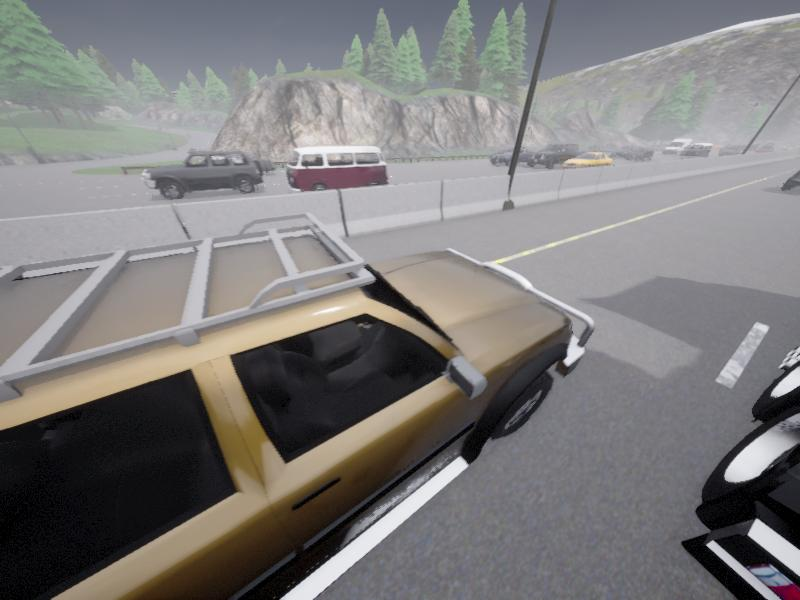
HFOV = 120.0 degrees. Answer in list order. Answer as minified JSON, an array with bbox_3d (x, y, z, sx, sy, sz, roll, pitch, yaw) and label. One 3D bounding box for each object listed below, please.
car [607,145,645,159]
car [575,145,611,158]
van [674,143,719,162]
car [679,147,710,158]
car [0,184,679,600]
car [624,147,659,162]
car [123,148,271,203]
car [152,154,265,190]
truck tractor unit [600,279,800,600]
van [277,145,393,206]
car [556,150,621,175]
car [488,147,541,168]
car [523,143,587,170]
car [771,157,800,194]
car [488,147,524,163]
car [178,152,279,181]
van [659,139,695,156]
[{"bbox_3d":[34.218,-22.408,34.979,4.611,1.667,2.242,-18,39,-24],"label":"car"},{"bbox_3d":[30.418,-23.476,36.482,4.611,1.667,2.242,-18,39,-24],"label":"car"},{"bbox_3d":[39.446,-19.641,30.734,4.480,2.038,2.069,-18,39,-25],"label":"van"},{"bbox_3d":[50.295,-25.228,39.422,4.181,1.385,1.994,-18,39,-24],"label":"car"},{"bbox_3d":[-0.708,0.488,1.640,4.605,1.855,1.932,-19,39,-26],"label":"car"},{"bbox_3d":[32.036,-19.335,30.652,3.705,1.549,1.789,-18,39,-24],"label":"car"},{"bbox_3d":[-9.035,-6.044,10.953,4.605,1.855,1.932,-18,39,-24],"label":"car"},{"bbox_3d":[-10.795,-7.598,13.552,4.674,1.442,1.812,-18,39,-24],"label":"car"},{"bbox_3d":[5.135,-0.277,0.744,6.516,4.208,3.053,-17,39,-23],"label":"truck tractor unit"},{"bbox_3d":[-2.776,-5.843,10.580,4.480,2.038,2.069,-18,39,-25],"label":"van"},{"bbox_3d":[16.101,-11.826,19.721,5.366,1.575,1.801,-18,39,-24],"label":"car"},{"bbox_3d":[12.100,-15.157,24.433,5.027,1.651,2.152,-18,39,-24],"label":"car"},{"bbox_3d":[14.991,-13.965,22.376,5.566,2.045,2.150,-18,39,-24],"label":"car"},{"bbox_3d":[23.419,-6.691,12.366,4.856,1.649,2.033,-11,37,-16],"label":"car"},{"bbox_3d":[12.881,-17.688,28.151,3.633,1.501,1.845,-18,39,-24],"label":"car"},{"bbox_3d":[-11.808,-9.561,16.406,5.357,1.411,2.033,-18,39,-24],"label":"car"},{"bbox_3d":[51.704,-28.497,43.069,5.915,2.561,1.988,-18,39,-24],"label":"van"}]
